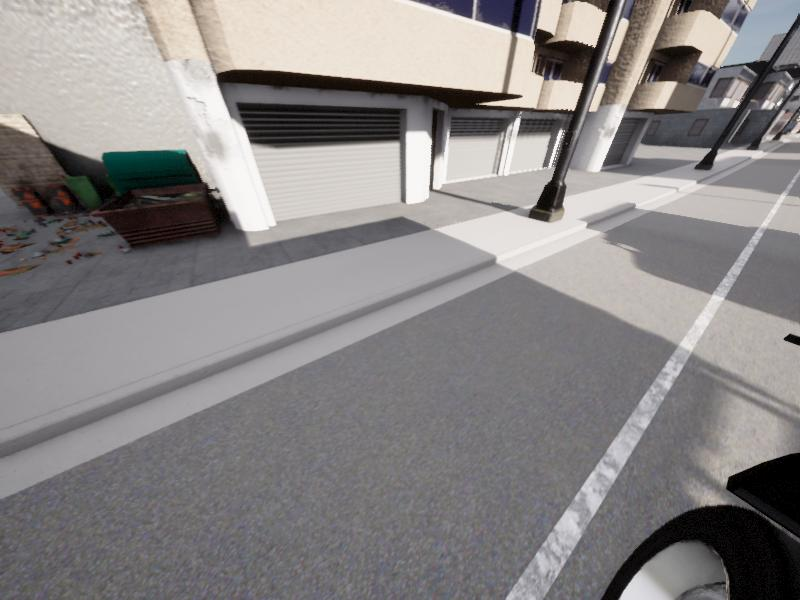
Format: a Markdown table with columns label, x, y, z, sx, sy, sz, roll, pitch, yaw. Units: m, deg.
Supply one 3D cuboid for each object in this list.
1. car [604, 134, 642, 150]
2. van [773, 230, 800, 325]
| label | x | y | z | sx | sy | sz | roll | pitch | yaw |
| --- | --- | --- | --- | --- | --- | --- | --- | --- | --- |
| car | 27.689 | -19.644 | 28.667 | 3.806 | 1.475 | 1.970 | -23 | 41 | -25 |
| van | 8.961 | -1.211 | 3.454 | 6.366 | 2.431 | 2.351 | -21 | 40 | -27 |
